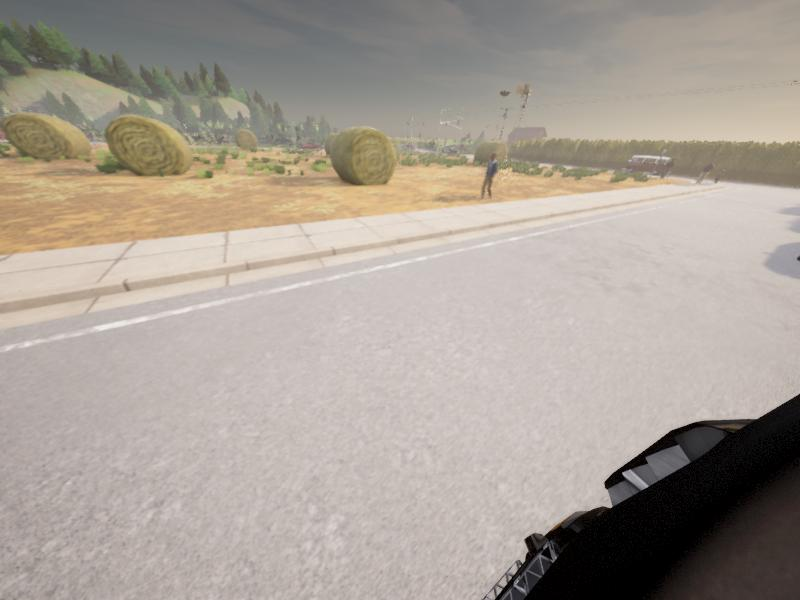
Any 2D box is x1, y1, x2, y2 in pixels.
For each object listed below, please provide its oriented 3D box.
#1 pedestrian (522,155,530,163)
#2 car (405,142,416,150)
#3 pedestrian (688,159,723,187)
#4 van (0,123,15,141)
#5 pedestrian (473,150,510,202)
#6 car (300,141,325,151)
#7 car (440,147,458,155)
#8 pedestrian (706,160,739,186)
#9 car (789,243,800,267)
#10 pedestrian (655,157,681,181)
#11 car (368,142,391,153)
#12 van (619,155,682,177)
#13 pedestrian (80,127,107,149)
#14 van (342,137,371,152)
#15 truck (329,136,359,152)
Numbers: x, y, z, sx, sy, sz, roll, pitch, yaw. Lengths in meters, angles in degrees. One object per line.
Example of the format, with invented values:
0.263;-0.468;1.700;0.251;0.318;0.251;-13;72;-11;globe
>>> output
20.000;-22.333;36.648;0.500;1.100;0.500;-17;39;-26;pedestrian
3.214;-47.810;71.757;1.789;1.549;3.705;-12;40;-21;car
24.649;-10.267;18.660;0.751;1.860;0.751;-14;38;-24;pedestrian
-57.391;-22.982;31.404;4.442;1.987;1.775;-14;38;-23;van
3.823;-5.238;9.798;0.751;1.860;0.751;-21;41;-31;pedestrian
-17.366;-30.458;45.693;4.193;1.474;1.816;-14;38;-23;car
12.961;-39.937;61.748;2.038;1.542;4.974;-14;37;-23;car
27.305;-10.769;19.586;0.751;1.860;0.751;-16;39;-25;pedestrian
12.299;-1.542;5.771;4.181;1.385;1.994;-17;39;-26;car
24.913;-12.202;21.504;0.751;1.860;0.751;-23;42;-33;pedestrian
-4.607;-33.741;51.134;4.553;1.767;2.097;-14;38;-23;car
30.939;-16.696;28.702;2.069;2.038;4.480;-16;39;-25;van
-32.063;-16.901;24.184;0.751;1.860;0.751;15;36;17;pedestrian
-9.629;-35.027;51.984;5.915;2.561;1.988;-14;38;-23;van
-11.577;-32.295;47.911;5.204;2.467;2.627;-14;38;-23;truck
